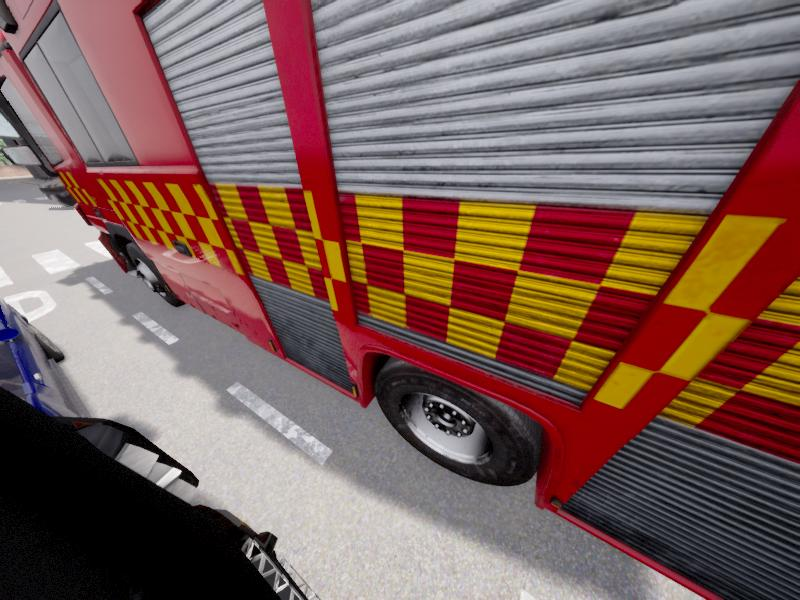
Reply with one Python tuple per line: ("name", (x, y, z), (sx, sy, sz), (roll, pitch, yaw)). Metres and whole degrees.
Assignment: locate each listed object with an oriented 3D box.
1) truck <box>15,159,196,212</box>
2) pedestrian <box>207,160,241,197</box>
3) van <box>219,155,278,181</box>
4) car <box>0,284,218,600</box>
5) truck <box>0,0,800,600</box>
("truck", (-17.169, -7.291, 14.288), (2.390, 2.098, 6.274), (7, 35, 16))
("pedestrian", (-10.640, -7.334, 13.990), (0.751, 1.860, 0.751), (13, 37, 23))
("van", (-15.599, -13.859, 24.130), (1.775, 1.987, 4.442), (16, 38, 26))
("car", (-3.697, 1.053, 1.476), (4.718, 1.301, 1.895), (16, 38, 26))
("truck", (-1.188, -1.507, 2.852), (8.468, 3.827, 2.891), (16, 38, 26))
